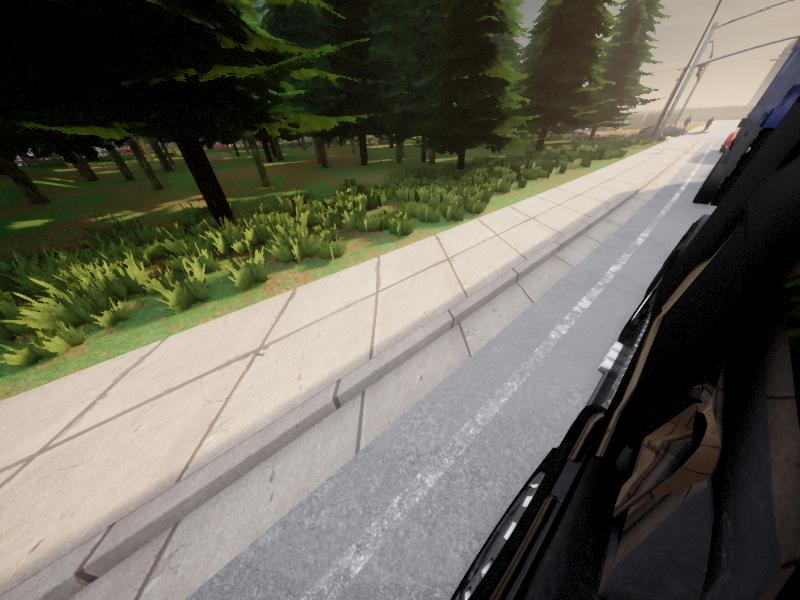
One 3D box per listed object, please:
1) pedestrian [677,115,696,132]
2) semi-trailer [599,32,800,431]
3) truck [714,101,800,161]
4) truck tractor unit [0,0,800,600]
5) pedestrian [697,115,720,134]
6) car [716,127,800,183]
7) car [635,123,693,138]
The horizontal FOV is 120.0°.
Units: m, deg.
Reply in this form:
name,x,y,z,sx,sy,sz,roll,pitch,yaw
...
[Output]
name,x,y,z,sx,sy,sz,roll,pitch,yaw
pedestrian,40.191,-24.766,32.389,0.751,1.860,0.751,17,41,24
semi-trailer,8.645,-3.642,4.278,14.254,4.402,2.717,-29,44,-30
truck,21.378,-9.912,13.485,5.204,2.467,2.627,-30,44,-31
truck tractor unit,2.645,-0.295,0.351,6.516,4.208,3.053,-28,44,-30
pedestrian,38.881,-22.072,29.135,0.751,1.860,0.751,-14,38,-15
car,15.883,-6.350,9.891,4.902,1.511,2.128,-29,44,-30
car,31.539,-20.325,27.738,1.994,1.385,4.181,-29,44,-31
